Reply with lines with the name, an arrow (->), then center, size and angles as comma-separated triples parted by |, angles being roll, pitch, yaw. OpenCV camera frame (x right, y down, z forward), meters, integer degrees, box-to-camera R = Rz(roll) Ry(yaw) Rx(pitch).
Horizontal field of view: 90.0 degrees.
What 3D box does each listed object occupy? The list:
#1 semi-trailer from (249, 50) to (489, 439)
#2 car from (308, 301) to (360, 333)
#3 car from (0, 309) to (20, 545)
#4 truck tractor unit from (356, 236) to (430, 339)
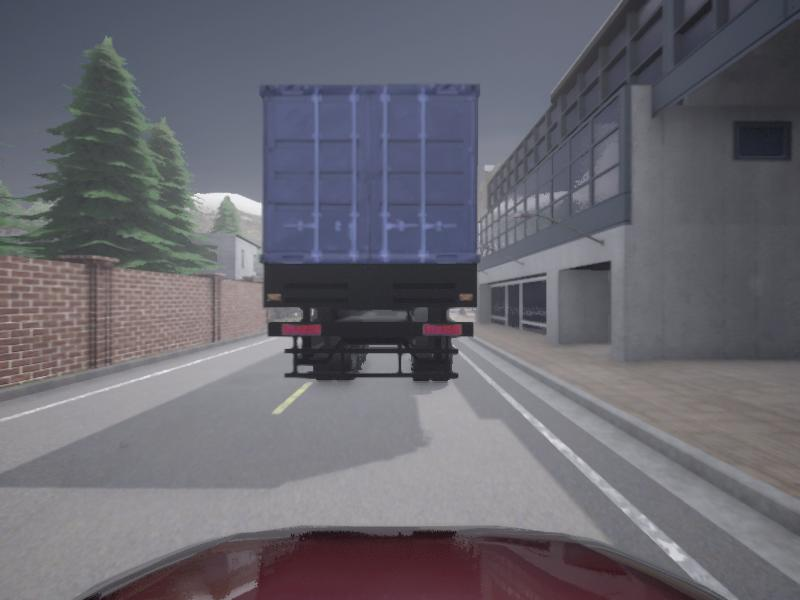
semi-trailer -> -0.302, -0.620, 11.660 | 2.717, 4.402, 14.254 | 0, 0, 0
car -> -3.385, 0.823, 21.299 | 2.007, 1.525, 4.514 | 0, 0, 0
car -> -3.528, 0.818, 0.903 | 1.789, 1.549, 3.705 | 0, 0, 0
truck tractor unit -> -0.229, -0.529, 19.569 | 3.053, 4.208, 6.516 | 0, 1, 1
